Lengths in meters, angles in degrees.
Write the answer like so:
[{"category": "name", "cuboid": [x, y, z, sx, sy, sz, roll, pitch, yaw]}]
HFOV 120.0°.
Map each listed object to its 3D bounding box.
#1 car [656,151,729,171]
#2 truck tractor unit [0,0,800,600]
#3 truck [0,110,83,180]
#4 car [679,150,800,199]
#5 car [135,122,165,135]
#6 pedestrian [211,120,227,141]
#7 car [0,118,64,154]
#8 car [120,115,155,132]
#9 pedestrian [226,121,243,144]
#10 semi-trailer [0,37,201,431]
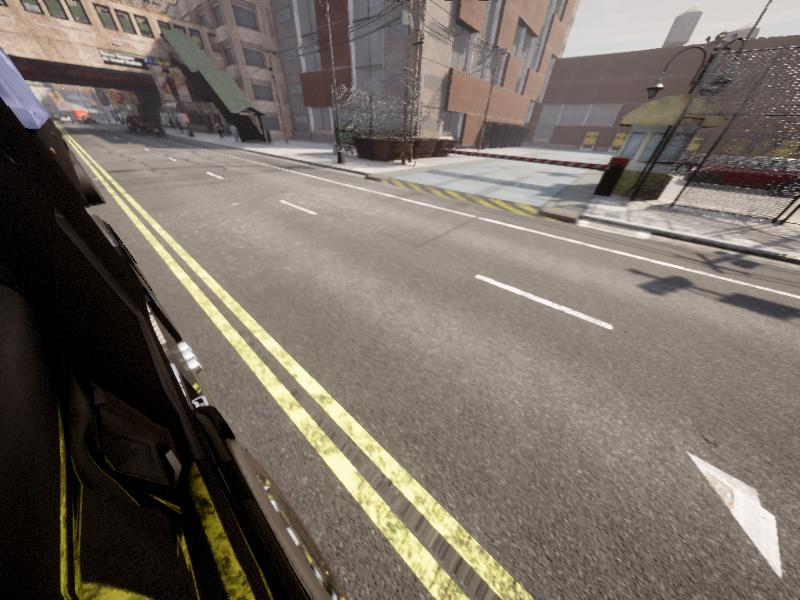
[{"category": "car", "cuboid": [31.175, -15.039, 24.883, 4.718, 1.301, 1.895, 28, 43, 29]}, {"category": "truck tractor unit", "cuboid": [-2.645, -0.295, 0.352, 6.516, 4.208, 3.053, 28, 44, 30]}, {"category": "truck", "cuboid": [-16.866, -7.008, 10.177, 6.274, 2.098, 2.390, 28, 43, 30]}, {"category": "car", "cuboid": [19.789, -7.278, 13.142, 4.553, 1.767, 2.185, 28, 43, 29]}, {"category": "car", "cuboid": [-36.962, -25.362, 34.119, 4.718, 1.301, 1.895, 28, 43, 29]}, {"category": "pedestrian", "cuboid": [-20.824, -19.541, 26.645, 0.751, 1.860, 0.751, -29, 47, -36]}, {"category": "car", "cuboid": [-24.743, -11.020, 15.410, 5.238, 1.638, 1.930, 28, 43, 30]}, {"category": "car", "cuboid": [-42.641, -28.657, 37.542, 5.566, 2.045, 2.435, 28, 43, 29]}, {"category": "pedestrian", "cuboid": [-17.325, -17.539, 24.195, 0.751, 1.860, 0.751, 28, 43, 30]}, {"category": "semi-trailer", "cuboid": [-8.666, -3.629, 4.257, 14.254, 4.402, 2.717, 29, 44, 30]}]
